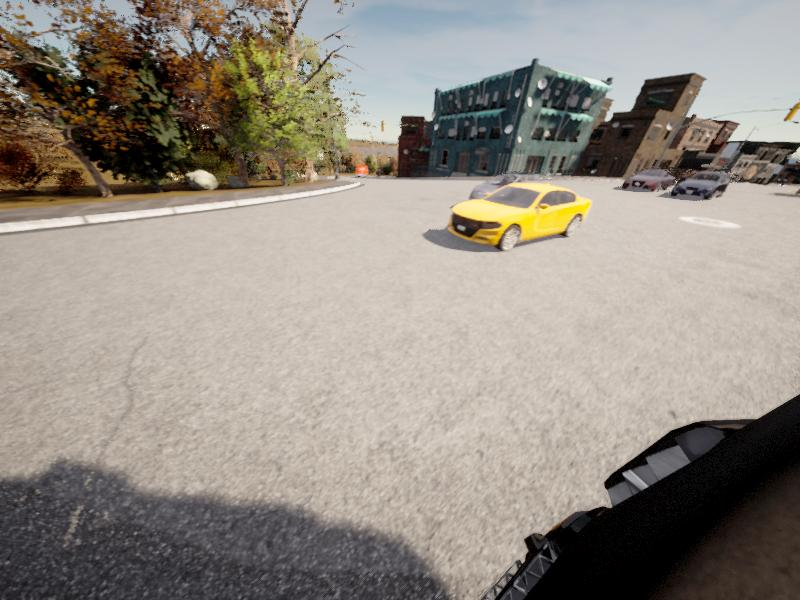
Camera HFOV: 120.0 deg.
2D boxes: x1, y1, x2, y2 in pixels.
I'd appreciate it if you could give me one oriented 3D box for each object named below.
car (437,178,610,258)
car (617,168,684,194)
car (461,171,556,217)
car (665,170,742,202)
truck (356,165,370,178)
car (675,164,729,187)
[{"bbox_3d":[3.812,-2.758,7.110,5.008,1.535,1.882,-16,37,-26],"label":"car"},{"bbox_3d":[19.052,-9.140,17.593,4.181,1.385,1.994,-17,38,-25],"label":"car"},{"bbox_3d":[4.915,-4.955,10.580,3.633,1.501,1.845,-16,37,-26],"label":"car"},{"bbox_3d":[19.642,-7.448,14.965,4.193,1.474,1.816,-17,38,-25],"label":"car"},{"bbox_3d":[-8.581,-29.922,53.962,2.627,2.467,5.204,0,28,-4],"label":"truck"},{"bbox_3d":[30.584,-12.599,23.416,3.866,1.878,1.905,-13,37,-25],"label":"car"}]
